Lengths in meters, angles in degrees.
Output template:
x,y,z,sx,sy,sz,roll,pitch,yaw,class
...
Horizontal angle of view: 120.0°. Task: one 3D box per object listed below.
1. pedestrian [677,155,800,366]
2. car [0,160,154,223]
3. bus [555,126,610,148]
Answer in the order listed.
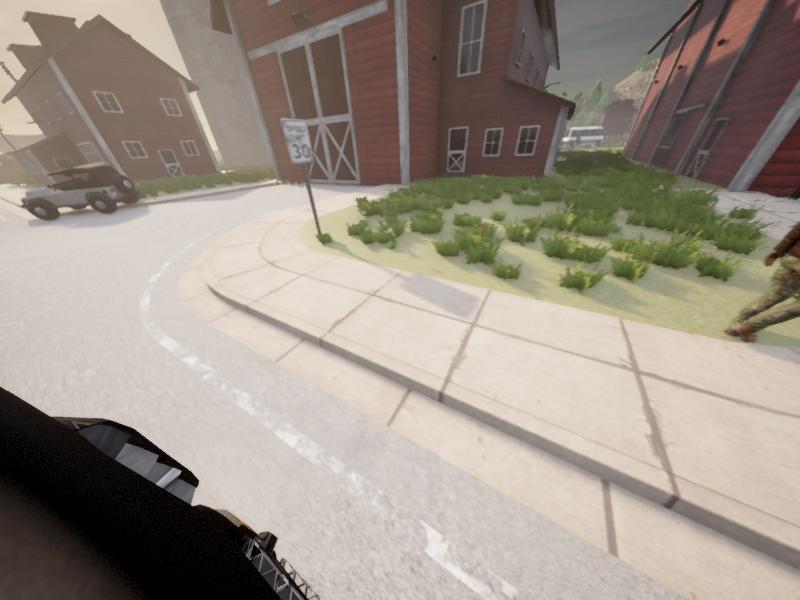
x,y,z,sx,sy,sz,roll,pitch,yaw,class
3.894,-0.343,2.168,0.751,1.860,0.751,9,35,17,pedestrian
-14.897,-5.123,10.777,3.866,1.878,1.905,-10,40,-8,car
46.114,-41.314,58.689,10.273,4.253,3.944,-7,34,-6,bus
